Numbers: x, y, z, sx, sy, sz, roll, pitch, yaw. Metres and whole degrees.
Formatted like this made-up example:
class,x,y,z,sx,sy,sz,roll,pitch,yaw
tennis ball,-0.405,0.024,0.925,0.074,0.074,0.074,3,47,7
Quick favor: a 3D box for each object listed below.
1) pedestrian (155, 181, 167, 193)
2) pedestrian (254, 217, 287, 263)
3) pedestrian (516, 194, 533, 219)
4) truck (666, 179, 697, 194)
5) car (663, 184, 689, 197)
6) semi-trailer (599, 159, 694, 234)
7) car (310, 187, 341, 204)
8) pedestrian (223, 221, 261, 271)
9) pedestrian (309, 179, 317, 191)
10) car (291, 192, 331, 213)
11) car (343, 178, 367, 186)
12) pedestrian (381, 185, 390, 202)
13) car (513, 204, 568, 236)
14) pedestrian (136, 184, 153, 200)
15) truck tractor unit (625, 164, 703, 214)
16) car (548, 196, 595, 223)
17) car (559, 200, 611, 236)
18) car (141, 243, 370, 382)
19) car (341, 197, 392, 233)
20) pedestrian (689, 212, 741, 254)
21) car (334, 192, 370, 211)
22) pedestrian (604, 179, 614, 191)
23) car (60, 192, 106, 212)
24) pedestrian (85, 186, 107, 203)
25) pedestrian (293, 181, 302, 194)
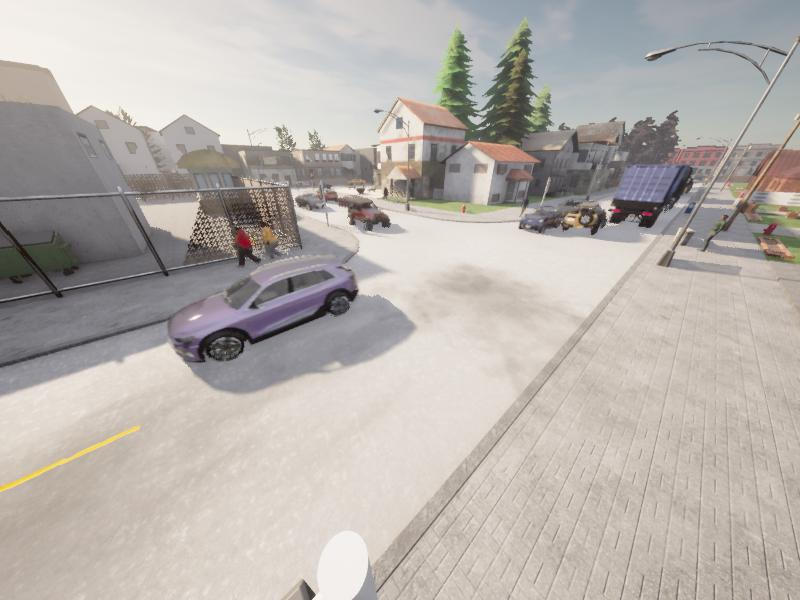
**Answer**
class,x,y,z,sx,sy,sz,roll,pitch,yaw
pedestrian,-40.037,-18.945,38.702,0.751,1.860,0.751,-18,35,-28
pedestrian,-5.971,-2.771,10.672,0.751,1.860,0.751,-22,37,-33
pedestrian,10.668,-8.063,19.856,0.751,1.860,0.751,11,32,18
truck,49.349,-19.950,40.461,6.274,2.098,2.390,-23,37,-34
car,43.629,-17.307,36.445,5.008,1.535,1.882,-23,37,-34
semi-trailer,21.369,-9.269,19.631,14.254,4.402,2.717,-24,38,-35
car,-9.926,-13.902,30.558,2.007,1.525,4.514,-23,37,-34
pedestrian,-6.696,-2.294,9.846,0.751,1.860,0.751,-23,37,-34
pedestrian,-16.203,-21.500,43.111,0.751,1.860,0.751,2,30,4
car,-9.649,-10.603,24.861,2.128,1.511,4.902,-23,37,-34
car,-11.035,-29.263,57.110,5.366,1.575,1.801,-24,37,-35
pedestrian,-1.840,-13.250,28.838,0.751,1.860,0.751,-22,37,-33
car,10.157,-5.883,16.667,3.633,1.501,1.845,-23,37,-34
pedestrian,-33.962,-14.333,30.717,0.751,1.860,0.751,-19,35,-30
truck tractor unit,27.424,-11.723,24.084,6.516,4.208,3.053,-20,35,-30
car,14.969,-7.935,20.143,3.988,1.617,1.851,-23,37,-34
car,13.261,-5.970,16.485,1.932,1.855,4.605,21,34,40
car,-3.485,-0.131,6.603,4.856,1.649,2.033,-24,38,-35
car,-2.546,-6.531,17.426,1.905,1.878,3.866,-23,37,-34
pedestrian,16.017,-3.428,11.827,0.751,1.860,0.751,20,35,30
car,-5.423,-11.160,25.967,1.994,1.385,4.181,-24,38,-35
pedestrian,37.892,-20.781,41.883,0.751,1.860,0.751,-24,38,-35
car,-33.330,-10.450,24.440,1.816,1.474,4.193,-23,37,-34
pedestrian,-37.132,-12.904,28.241,0.751,1.860,0.751,-15,33,-24
pedestrian,-17.413,-19.199,39.351,0.751,1.860,0.751,12,32,19
